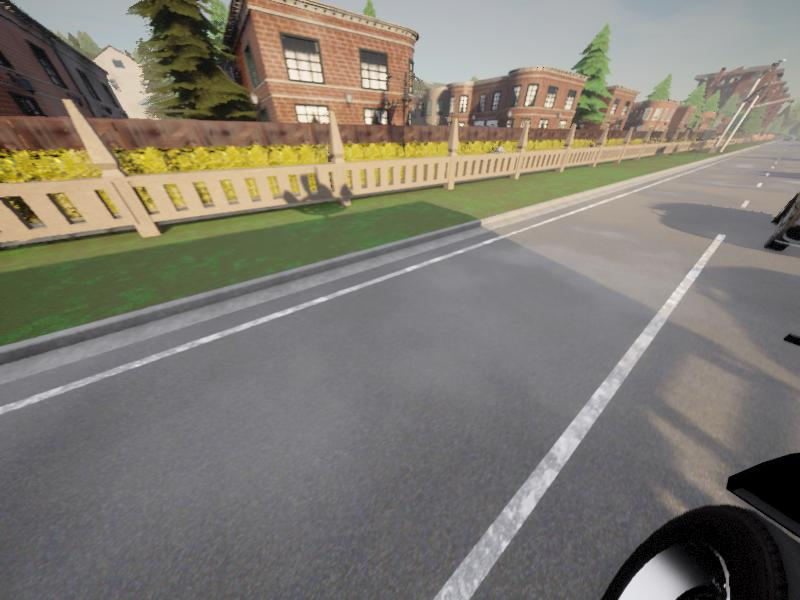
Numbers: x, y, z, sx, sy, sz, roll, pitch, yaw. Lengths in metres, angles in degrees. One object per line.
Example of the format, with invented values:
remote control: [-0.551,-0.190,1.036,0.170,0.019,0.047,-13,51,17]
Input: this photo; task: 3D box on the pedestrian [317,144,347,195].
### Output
pedestrian: [-2.985,-5.746,10.204,0.751,1.860,0.751,-23,41,-29]

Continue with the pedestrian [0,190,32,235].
pedestrian: [-11.039,-2.673,5.913,0.751,1.860,0.751,-22,41,-28]

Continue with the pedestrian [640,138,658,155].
pedestrian: [33.996,-21.004,31.547,0.751,1.860,0.751,-22,40,-27]

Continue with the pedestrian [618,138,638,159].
pedestrian: [25.418,-16.903,25.799,0.751,1.860,0.751,-22,40,-28]

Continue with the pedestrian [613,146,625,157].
pedestrian: [26.173,-17.708,27.598,0.500,1.100,0.500,-21,40,-27]

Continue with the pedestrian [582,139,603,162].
pedestrian: [18.675,-14.492,22.438,0.751,1.860,0.751,-16,38,-20]

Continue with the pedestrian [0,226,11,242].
pedestrian: [-10.369,-2.132,5.136,0.751,1.860,0.751,-23,41,-29]

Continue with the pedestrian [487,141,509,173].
pedestrian: [6.849,-10.017,16.183,0.751,1.860,0.751,-23,41,-29]

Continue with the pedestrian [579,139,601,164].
pedestrian: [17.467,-13.634,21.228,0.751,1.860,0.751,-24,41,-30]

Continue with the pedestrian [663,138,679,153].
pedestrian: [40.734,-23.261,34.689,0.751,1.860,0.751,-23,41,-29]

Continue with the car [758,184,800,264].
car: [10.951,-2.071,5.347,5.027,1.651,2.152,-23,41,-28]
